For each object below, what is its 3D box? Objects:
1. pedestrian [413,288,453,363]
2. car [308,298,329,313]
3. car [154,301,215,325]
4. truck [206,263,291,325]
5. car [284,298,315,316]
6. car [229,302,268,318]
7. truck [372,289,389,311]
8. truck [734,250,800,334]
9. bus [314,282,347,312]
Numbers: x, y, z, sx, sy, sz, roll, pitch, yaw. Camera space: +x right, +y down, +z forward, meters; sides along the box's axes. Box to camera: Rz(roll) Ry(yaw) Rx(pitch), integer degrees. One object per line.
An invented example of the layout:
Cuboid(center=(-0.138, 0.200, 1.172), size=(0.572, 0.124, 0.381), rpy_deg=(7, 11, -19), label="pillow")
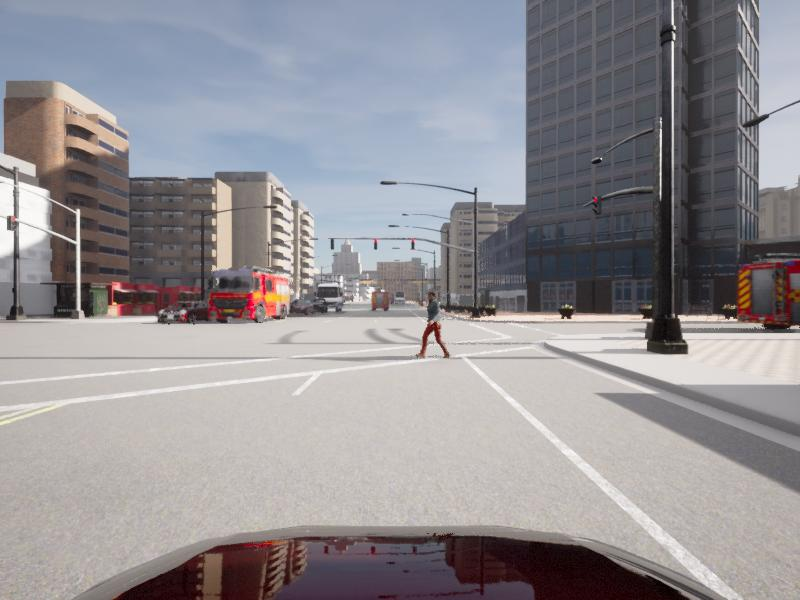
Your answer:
Cuboid(center=(0.861, 0.632, 10.522), size=(0.751, 1.860, 0.751), rpy_deg=(0, 0, -31), label="pedestrian")
Cuboid(center=(-10.537, 0.763, 51.754), size=(1.905, 1.878, 3.866), rpy_deg=(0, -1, 0), label="car")
Cuboid(center=(-14.002, 0.814, 26.240), size=(1.970, 1.475, 3.806), rpy_deg=(0, 0, 0), label="car")
Cuboid(center=(-10.510, -0.355, 28.906), size=(2.891, 3.827, 8.468), rpy_deg=(0, 0, 0), label="truck")
Cuboid(center=(-10.500, 0.722, 42.276), size=(2.097, 1.767, 4.553), rpy_deg=(0, 0, 0), label="car")
Cuboid(center=(-13.982, 0.903, 37.200), size=(1.994, 1.385, 4.181), rpy_deg=(0, 0, 0), label="car")
Cuboid(center=(-3.501, 0.009, 73.713), size=(2.891, 3.827, 8.468), rpy_deg=(0, -1, 0), label="truck")
Cuboid(center=(21.761, -0.379, 19.497), size=(8.468, 3.827, 2.891), rpy_deg=(0, 0, 1), label="truck")
Cuboid(center=(-10.552, -0.317, 61.738), size=(3.944, 4.253, 10.273), rpy_deg=(0, -1, -4), label="bus")
